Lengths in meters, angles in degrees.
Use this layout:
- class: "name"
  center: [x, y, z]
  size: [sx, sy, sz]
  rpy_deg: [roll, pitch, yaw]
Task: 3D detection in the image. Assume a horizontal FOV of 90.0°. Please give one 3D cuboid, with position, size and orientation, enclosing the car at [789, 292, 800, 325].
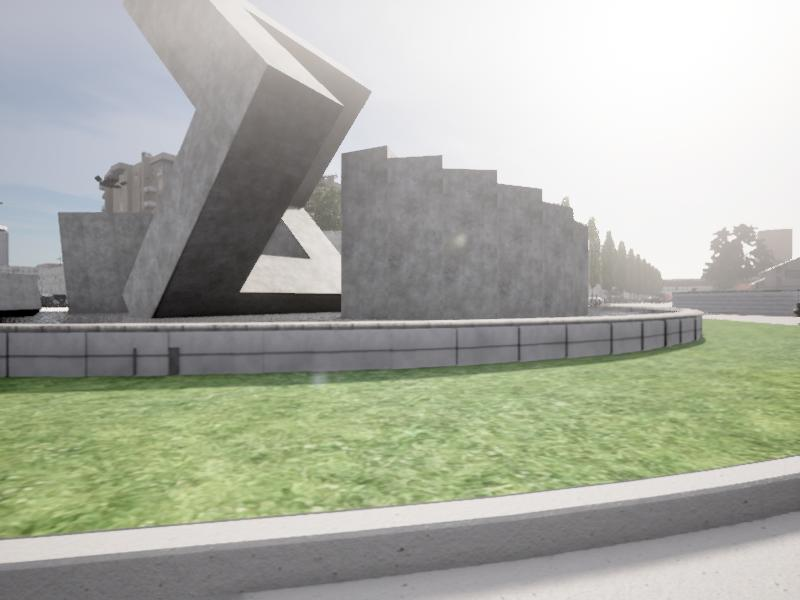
- class: "car"
  center: [17.204, 0.323, 14.105]
  size: [1.895, 1.301, 4.718]
  rpy_deg: [0, 0, -15]
